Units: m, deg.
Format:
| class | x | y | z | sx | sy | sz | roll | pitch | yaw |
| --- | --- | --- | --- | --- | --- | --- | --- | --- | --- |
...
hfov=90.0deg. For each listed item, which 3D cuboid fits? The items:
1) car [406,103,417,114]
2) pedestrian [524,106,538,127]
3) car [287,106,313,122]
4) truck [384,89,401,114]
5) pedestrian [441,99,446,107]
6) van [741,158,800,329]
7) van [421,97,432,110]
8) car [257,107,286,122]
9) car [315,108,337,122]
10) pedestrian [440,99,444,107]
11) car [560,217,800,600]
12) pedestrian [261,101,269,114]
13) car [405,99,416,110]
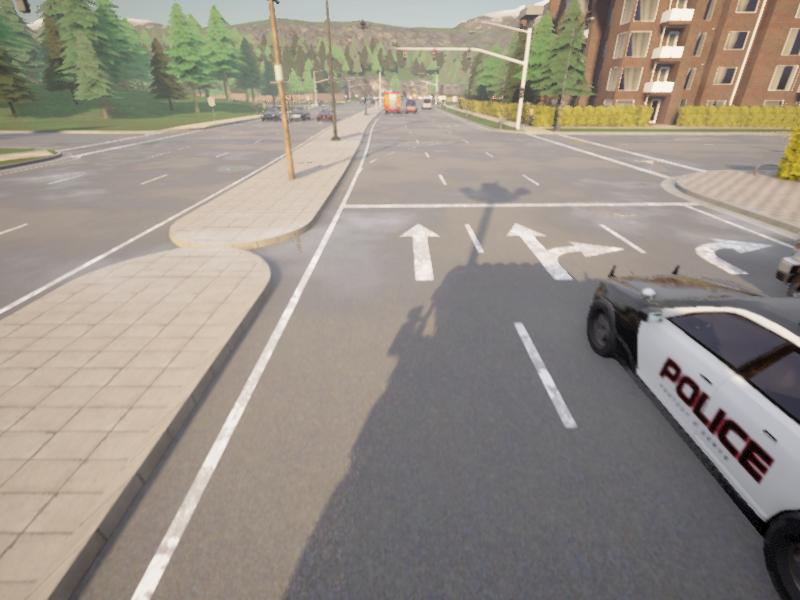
| class | x | y | z | sx | sy | sz | roll | pitch | yaw |
| --- | --- | --- | --- | --- | --- | --- | --- | --- | --- |
| car | 2.049 | -34.296 | 71.512 | 1.851 | 1.617 | 3.988 | 1 | 27 | 2 |
| pedestrian | 12.659 | -17.764 | 38.739 | 0.751 | 1.860 | 0.751 | -14 | 31 | -26 |
| car | -12.780 | -23.976 | 51.416 | 2.033 | 1.649 | 4.856 | 0 | 27 | -1 |
| truck | -1.259 | -35.741 | 71.895 | 2.891 | 3.827 | 8.468 | 0 | 27 | 0 |
| pedestrian | 10.781 | -48.827 | 99.078 | 0.751 | 1.860 | 0.751 | -9 | 29 | -17 |
| van | 7.006 | 0.271 | 3.452 | 2.351 | 2.431 | 6.366 | 0 | 27 | 0 |
| van | 5.752 | -42.992 | 87.398 | 1.988 | 2.561 | 5.915 | 0 | 27 | 0 |
| car | -16.249 | -23.684 | 50.950 | 2.038 | 1.542 | 4.974 | 0 | 27 | 0 |
| car | -9.239 | -23.322 | 50.432 | 1.994 | 1.385 | 4.181 | 0 | 27 | 0 |
| pedestrian | 10.548 | -49.098 | 99.605 | 0.751 | 1.860 | 0.751 | -2 | 27 | -4 |
| car | 3.505 | 0.678 | 3.634 | 2.038 | 1.542 | 4.974 | 0 | 27 | 0 |
| pedestrian | -21.352 | -30.520 | 63.456 | 0.751 | 1.860 | 0.751 | 1 | 27 | 2 |
| car | 2.245 | -43.016 | 87.979 | 2.150 | 2.045 | 5.566 | 0 | 27 | 0 |
